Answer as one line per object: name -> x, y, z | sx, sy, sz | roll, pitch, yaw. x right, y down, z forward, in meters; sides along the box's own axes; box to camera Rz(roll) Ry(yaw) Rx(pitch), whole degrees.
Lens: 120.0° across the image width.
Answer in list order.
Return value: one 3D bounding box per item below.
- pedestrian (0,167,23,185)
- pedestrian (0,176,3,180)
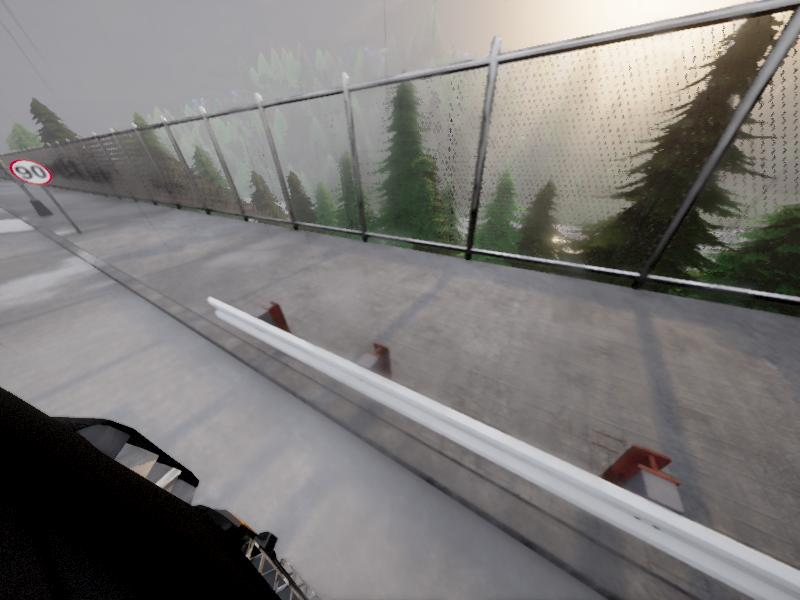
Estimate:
pedestrian -> -47.666, -15.192, 28.260 | 0.751, 1.860, 0.751 | 15, 37, 24
pedestrian -> -66.027, -20.471, 37.492 | 0.751, 1.860, 0.751 | 16, 38, 26
